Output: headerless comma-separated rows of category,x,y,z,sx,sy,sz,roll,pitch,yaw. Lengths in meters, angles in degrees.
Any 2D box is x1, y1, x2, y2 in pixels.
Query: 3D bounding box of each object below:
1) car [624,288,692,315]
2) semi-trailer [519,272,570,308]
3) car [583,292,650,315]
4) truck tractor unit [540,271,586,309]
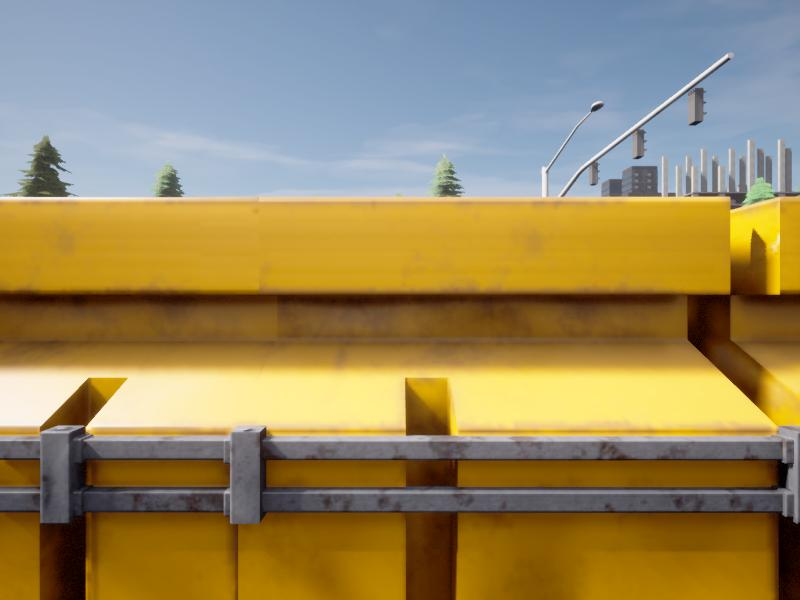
car,18.474,0.091,28.975,2.097,1.767,4.553,0,0,2
semi-trailer,19.504,-1.220,55.317,2.717,4.402,14.254,0,0,3
car,14.937,0.233,27.992,2.128,1.511,4.902,0,0,2
truck tractor unit,19.093,-1.122,47.417,3.053,4.208,6.516,0,0,2
